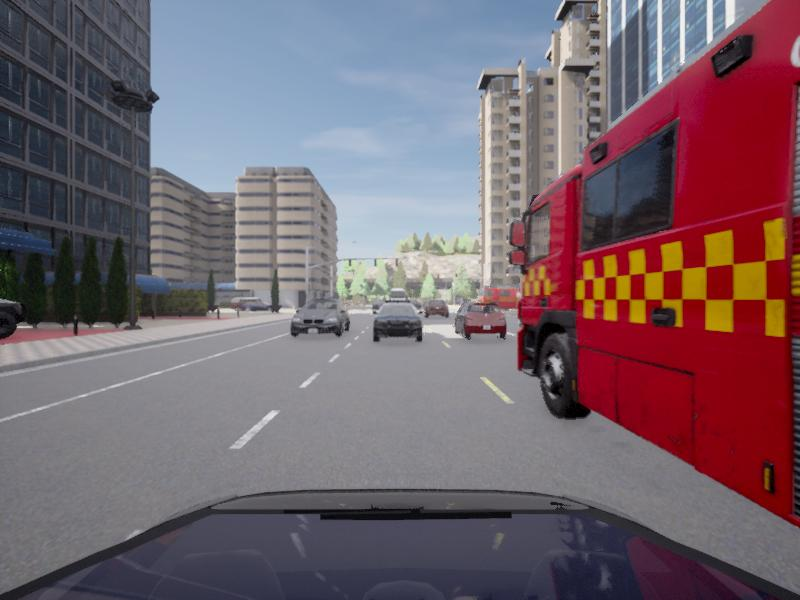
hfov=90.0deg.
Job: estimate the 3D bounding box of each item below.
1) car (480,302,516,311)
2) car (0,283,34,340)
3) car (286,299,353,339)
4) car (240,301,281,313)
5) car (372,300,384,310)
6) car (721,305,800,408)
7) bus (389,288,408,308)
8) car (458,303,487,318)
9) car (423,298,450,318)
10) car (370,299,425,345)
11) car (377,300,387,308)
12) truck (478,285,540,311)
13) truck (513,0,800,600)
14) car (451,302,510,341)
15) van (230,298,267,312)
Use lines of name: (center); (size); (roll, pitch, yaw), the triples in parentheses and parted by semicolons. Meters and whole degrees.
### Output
car: (15.617, 0.955, 64.084); (5.357, 1.411, 2.033); (0, 0, 7)
car: (-16.695, 0.416, 13.271); (2.390, 2.098, 6.274); (0, 0, 30)
car: (-3.603, 0.775, 18.797); (2.242, 1.667, 4.611); (0, 0, 0)
car: (-18.511, 0.902, 53.282); (4.792, 1.488, 2.163); (0, 0, 0)
car: (-3.875, 0.839, 71.762); (1.930, 1.638, 5.238); (0, 0, 0)
car: (6.969, 0.842, 4.903); (2.128, 1.511, 4.902); (0, 0, 0)
bus: (-0.360, -0.452, 92.183); (3.944, 4.253, 10.273); (0, 0, 0)
car: (6.799, 0.944, 38.129); (1.994, 1.385, 4.181); (0, 0, 0)
car: (3.301, 0.730, 37.460); (2.097, 1.767, 4.553); (0, 0, 0)
car: (-0.092, 0.787, 16.649); (1.930, 1.638, 5.238); (0, 0, 0)
car: (-3.960, 0.851, 88.202); (2.033, 1.649, 4.856); (0, 0, 0)
truck: (16.156, -0.264, 59.819); (8.468, 3.827, 2.891); (0, 0, -4)
truck: (3.483, -0.318, 2.929); (2.891, 3.827, 8.468); (0, 0, 0)
car: (3.404, 0.843, 17.536); (1.845, 1.501, 3.633); (0, 0, 0)
van: (-21.472, 0.652, 56.798); (4.442, 1.987, 1.775); (0, 0, 0)
